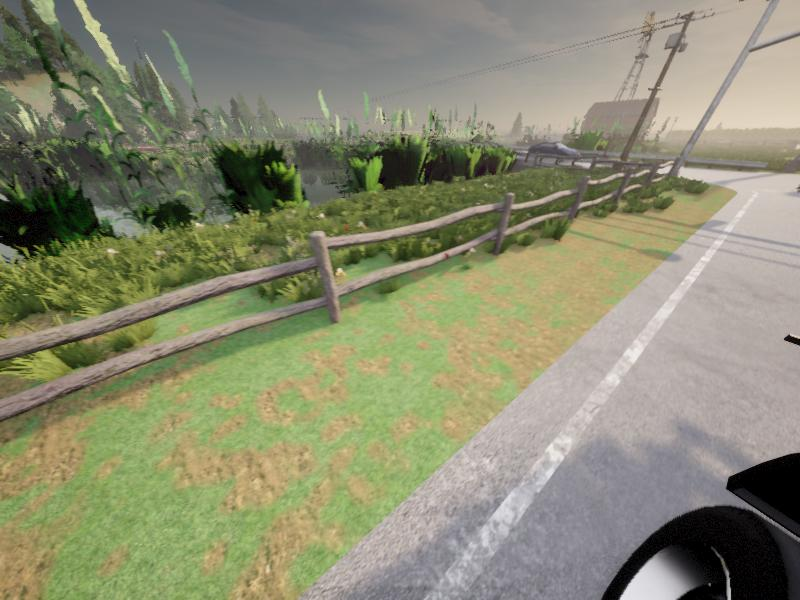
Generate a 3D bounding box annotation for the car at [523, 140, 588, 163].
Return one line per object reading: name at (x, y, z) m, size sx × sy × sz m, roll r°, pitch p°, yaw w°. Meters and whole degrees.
car at (14.584, -14.226, 22.041) m, size 1.812 × 1.442 × 4.674 m, roll -20°, pitch 43°, yaw -26°

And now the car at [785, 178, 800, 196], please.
car at (20.284, -5.334, 10.137) m, size 4.181 × 1.385 × 1.994 m, roll -11°, pitch 36°, yaw -15°
